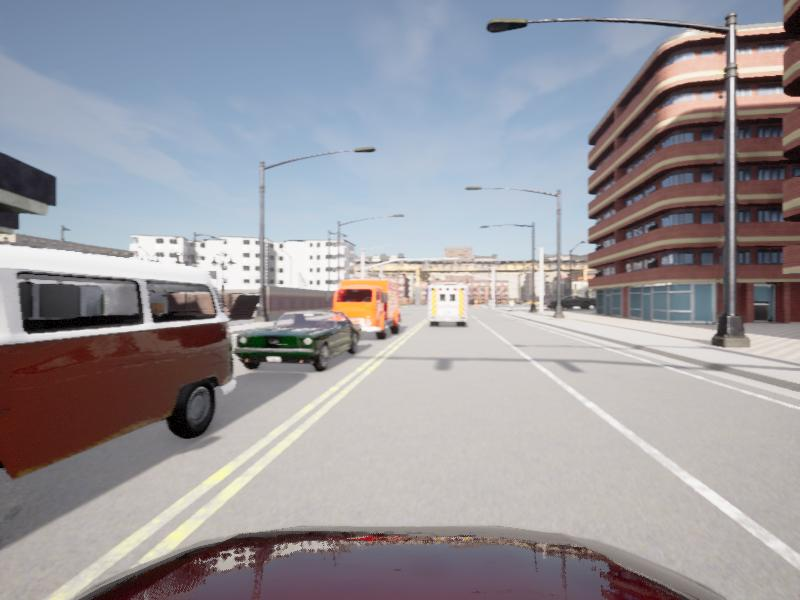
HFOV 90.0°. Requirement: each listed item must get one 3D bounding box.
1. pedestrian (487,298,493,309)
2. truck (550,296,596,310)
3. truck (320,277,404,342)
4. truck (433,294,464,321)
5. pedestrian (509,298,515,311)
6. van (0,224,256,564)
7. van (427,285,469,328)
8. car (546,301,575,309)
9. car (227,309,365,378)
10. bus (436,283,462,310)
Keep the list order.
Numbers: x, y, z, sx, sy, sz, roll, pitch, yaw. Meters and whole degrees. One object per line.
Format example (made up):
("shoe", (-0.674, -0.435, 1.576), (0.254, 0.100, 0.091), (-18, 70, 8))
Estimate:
("pedestrian", (15.464, 0.616, 68.433), (0.751, 1.860, 0.751), (0, 0, -13))
("truck", (27.218, 0.444, 63.283), (6.274, 2.098, 2.390), (-1, 0, 8))
("truck", (-1.448, 0.353, 17.812), (2.627, 2.467, 5.204), (0, 0, 7))
("truck", (4.154, 0.549, 34.147), (2.390, 2.098, 6.274), (0, 0, 7))
("pedestrian", (16.043, 0.615, 57.369), (0.751, 1.860, 0.751), (0, 0, 4))
("van", (-3.310, 0.567, 3.498), (2.069, 2.038, 4.480), (0, 0, 7))
("van", (3.119, 0.383, 25.973), (2.351, 2.431, 6.366), (0, 0, 7))
("car", (26.764, 0.813, 66.887), (4.181, 1.385, 1.994), (0, 0, 8))
("car", (-2.370, 0.938, 10.565), (1.895, 1.301, 4.718), (0, 0, 7))
("bus", (8.352, -0.533, 68.154), (3.944, 4.253, 10.273), (0, 0, 7))
